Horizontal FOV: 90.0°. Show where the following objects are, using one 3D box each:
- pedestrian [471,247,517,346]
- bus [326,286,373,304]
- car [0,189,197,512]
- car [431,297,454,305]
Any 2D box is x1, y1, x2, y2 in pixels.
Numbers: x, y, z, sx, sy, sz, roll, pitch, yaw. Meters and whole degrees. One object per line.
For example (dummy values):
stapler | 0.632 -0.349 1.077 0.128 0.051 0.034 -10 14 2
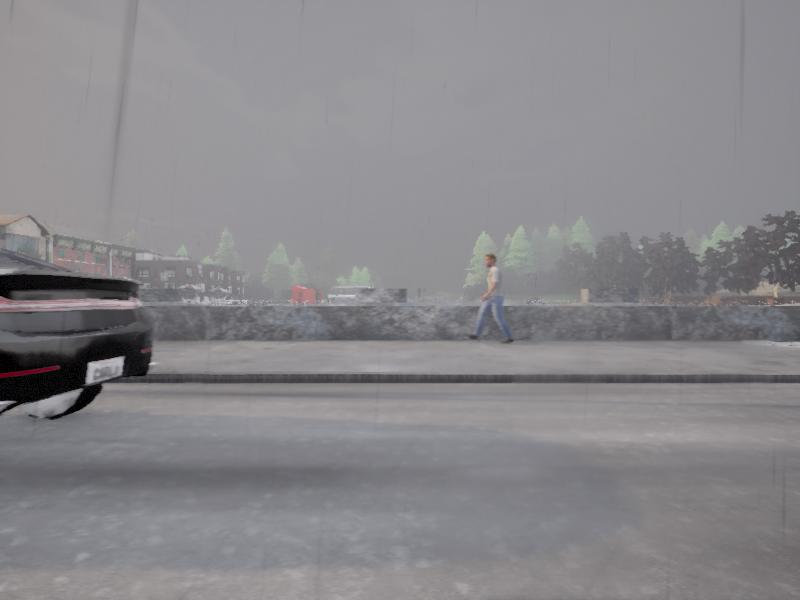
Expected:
pedestrian | 1.842 -0.067 7.926 0.751 1.860 0.751 0 0 2
bus | -11.620 -1.142 92.987 10.273 4.253 3.944 0 0 0
car | -4.308 0.235 2.605 4.902 1.511 2.128 0 0 1
car | 9.495 0.171 89.115 4.856 1.649 2.033 0 0 0
